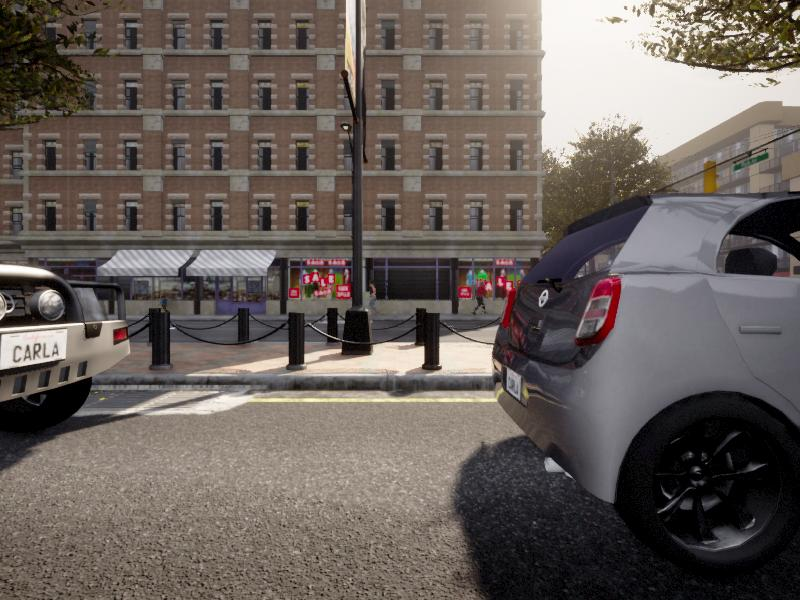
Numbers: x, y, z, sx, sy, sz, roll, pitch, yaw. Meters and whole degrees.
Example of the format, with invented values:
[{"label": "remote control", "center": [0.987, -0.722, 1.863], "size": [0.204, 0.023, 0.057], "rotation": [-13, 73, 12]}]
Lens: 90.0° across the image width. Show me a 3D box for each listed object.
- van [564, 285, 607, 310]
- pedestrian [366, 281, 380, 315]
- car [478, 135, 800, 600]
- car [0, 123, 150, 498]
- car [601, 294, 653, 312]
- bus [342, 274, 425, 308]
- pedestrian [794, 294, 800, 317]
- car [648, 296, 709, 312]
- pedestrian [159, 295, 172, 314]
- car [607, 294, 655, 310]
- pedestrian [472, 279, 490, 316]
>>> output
[{"label": "van", "center": [20.136, -0.280, 43.771], "size": [1.988, 2.561, 5.915], "rotation": [0, 0, 0]}, {"label": "pedestrian", "center": [-1.474, -0.115, 22.003], "size": [0.751, 1.860, 0.751], "rotation": [0, 0, -2]}, {"label": "car", "center": [2.425, 0.226, 2.192], "size": [3.633, 1.501, 1.845], "rotation": [0, 0, 0]}, {"label": "car", "center": [-4.281, 0.053, 2.201], "size": [4.605, 1.855, 1.932], "rotation": [0, 0, 0]}, {"label": "car", "center": [20.184, 0.242, 35.853], "size": [1.837, 1.490, 4.892], "rotation": [0, 0, 0]}, {"label": "bus", "center": [-2.059, -1.133, 51.914], "size": [10.273, 4.253, 3.944], "rotation": [0, 0, 0]}, {"label": "pedestrian", "center": [23.026, 0.314, 22.631], "size": [0.751, 1.300, 0.751], "rotation": [0, 0, -3]}, {"label": "car", "center": [23.693, 0.341, 34.300], "size": [1.895, 1.301, 4.718], "rotation": [0, 0, 0]}, {"label": "pedestrian", "center": [-13.475, 0.267, 22.978], "size": [0.500, 1.100, 0.500], "rotation": [0, 0, -3]}, {"label": "car", "center": [23.652, 0.198, 41.198], "size": [1.801, 1.575, 5.366], "rotation": [0, 0, 0]}, {"label": "pedestrian", "center": [4.203, -0.115, 20.761], "size": [0.751, 1.860, 0.751], "rotation": [0, 0, -1]}]
